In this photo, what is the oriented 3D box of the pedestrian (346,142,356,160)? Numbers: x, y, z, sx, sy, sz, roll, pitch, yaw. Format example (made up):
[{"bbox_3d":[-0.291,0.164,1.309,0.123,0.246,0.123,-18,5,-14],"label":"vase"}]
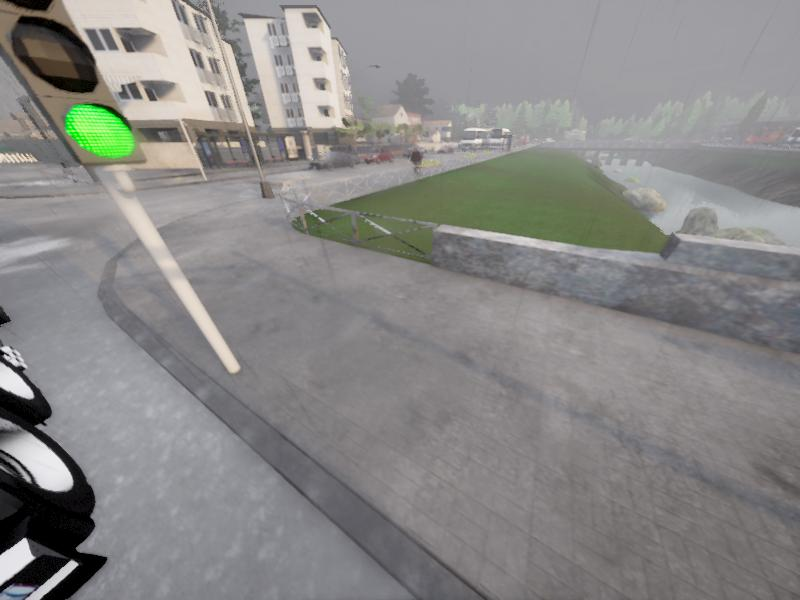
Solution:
[{"bbox_3d":[-6.201,-18.753,29.152,0.751,1.860,0.751,-25,42,-31],"label":"pedestrian"}]

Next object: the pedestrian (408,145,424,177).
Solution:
[{"bbox_3d":[1.102,-9.537,15.847,0.751,1.860,0.751,18,39,24],"label":"pedestrian"}]

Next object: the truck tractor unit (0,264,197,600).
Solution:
[{"bbox_3d":[-5.113,-0.297,0.787,6.516,4.208,3.053,18,39,24],"label":"truck tractor unit"}]

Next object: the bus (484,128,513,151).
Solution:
[{"bbox_3d":[24.434,-39.697,57.095,3.944,4.253,10.273,18,39,24],"label":"bus"}]

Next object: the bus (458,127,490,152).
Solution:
[{"bbox_3d":[17.056,-36.660,52.806,3.944,4.253,10.273,18,39,24],"label":"bus"}]

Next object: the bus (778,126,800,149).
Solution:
[{"bbox_3d":[91.829,-35.885,51.020,3.944,4.253,10.273,18,39,24],"label":"bus"}]

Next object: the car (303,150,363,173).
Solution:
[{"bbox_3d":[-5.906,-12.832,21.276,2.033,1.411,5.357,18,39,24],"label":"car"}]

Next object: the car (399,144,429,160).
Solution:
[{"bbox_3d":[2.032,-20.812,32.454,1.930,1.638,5.238,18,39,24],"label":"car"}]

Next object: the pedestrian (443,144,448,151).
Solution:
[{"bbox_3d":[10.476,-34.872,52.665,0.751,1.300,0.751,21,40,28],"label":"pedestrian"}]

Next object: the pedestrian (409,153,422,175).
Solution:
[{"bbox_3d":[1.145,-10.093,17.134,0.751,1.300,0.751,16,38,22],"label":"pedestrian"}]

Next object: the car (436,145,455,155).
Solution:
[{"bbox_3d":[8.103,-26.741,41.156,1.994,1.385,4.181,17,38,23],"label":"car"}]

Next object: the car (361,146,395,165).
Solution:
[{"bbox_3d":[-2.385,-16.416,26.207,1.851,1.617,3.988,18,39,24],"label":"car"}]

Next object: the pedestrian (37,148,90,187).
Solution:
[{"bbox_3d":[-19.097,-7.560,13.169,0.751,1.860,0.751,14,37,19],"label":"pedestrian"}]
